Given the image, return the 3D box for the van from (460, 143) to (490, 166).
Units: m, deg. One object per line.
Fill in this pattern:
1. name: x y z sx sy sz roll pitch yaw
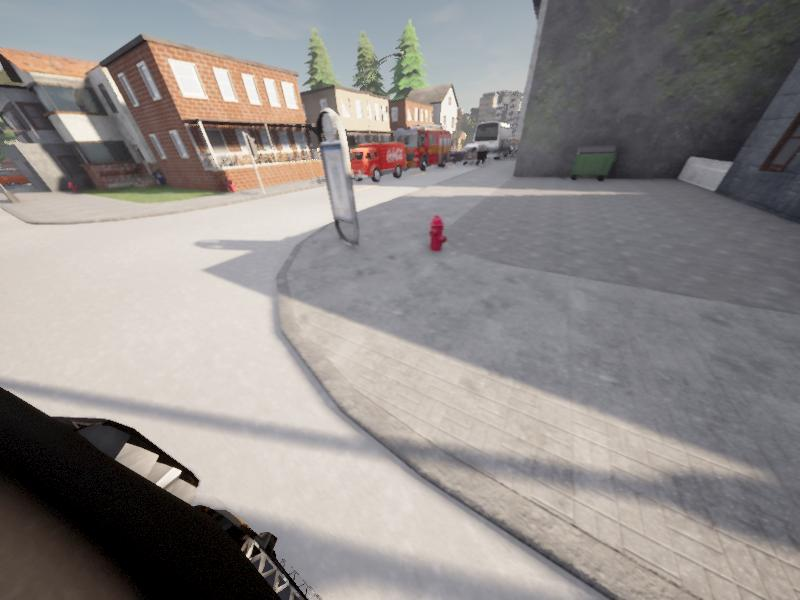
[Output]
1. van: 8.895 -17.180 27.221 2.069 2.038 4.480 16 37 26

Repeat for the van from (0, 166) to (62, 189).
1. van: -47.442 -15.671 29.408 1.775 1.987 4.442 16 38 26

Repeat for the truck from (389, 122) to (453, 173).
1. truck: 2.509 -15.977 24.311 2.891 3.827 8.468 16 38 27

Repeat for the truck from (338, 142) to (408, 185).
1. truck: -1.827 -10.884 18.220 2.627 2.467 5.204 18 39 28

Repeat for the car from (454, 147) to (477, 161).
1. car: 10.197 -22.667 35.834 1.882 1.535 5.008 16 38 26

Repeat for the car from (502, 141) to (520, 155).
1. car: 22.084 -30.262 45.862 2.150 2.045 5.566 16 38 26

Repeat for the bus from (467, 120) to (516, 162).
1. bus: 13.301 -22.654 33.120 3.944 4.253 10.273 16 38 26

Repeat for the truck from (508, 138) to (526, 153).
1. truck: 25.891 -34.130 50.996 2.627 2.467 5.204 15 38 25

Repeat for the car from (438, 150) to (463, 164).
1. car: 6.925 -19.346 31.250 1.994 1.385 4.181 15 38 25

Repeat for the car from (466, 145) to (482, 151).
1. car: 23.862 -48.939 74.407 4.181 1.385 1.994 15 38 25
